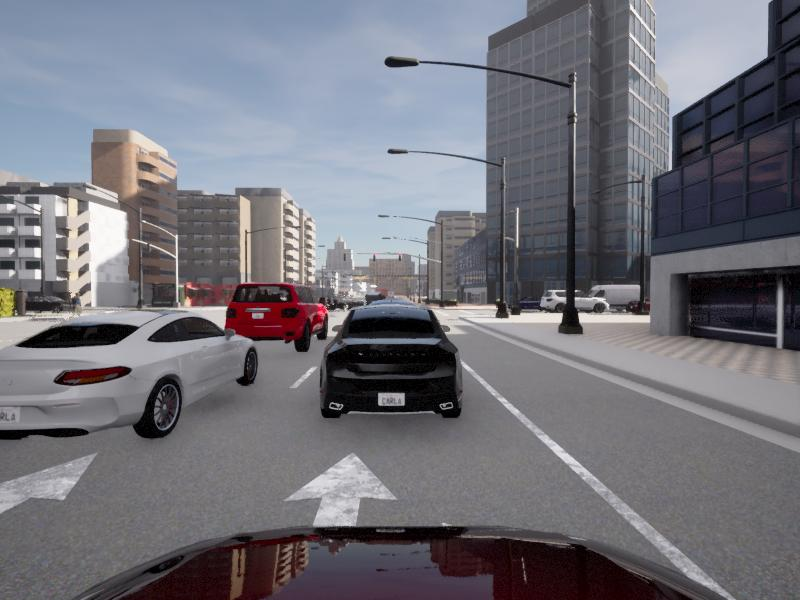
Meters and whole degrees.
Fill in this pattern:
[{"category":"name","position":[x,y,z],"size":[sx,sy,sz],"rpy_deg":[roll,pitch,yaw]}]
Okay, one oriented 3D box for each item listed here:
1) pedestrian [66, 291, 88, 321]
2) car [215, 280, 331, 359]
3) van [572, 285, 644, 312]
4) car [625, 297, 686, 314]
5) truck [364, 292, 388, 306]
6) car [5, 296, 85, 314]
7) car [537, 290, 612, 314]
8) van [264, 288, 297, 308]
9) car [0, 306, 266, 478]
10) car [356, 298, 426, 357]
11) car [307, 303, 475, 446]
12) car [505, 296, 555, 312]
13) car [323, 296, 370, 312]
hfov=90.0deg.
[{"category":"pedestrian","position":[-20.518,0.370,25.414],"size":[0.751,1.860,0.751],"rpy_deg":[0,1,-3]},{"category":"car","position":[-3.796,0.479,13.206],"size":[2.150,2.045,5.566],"rpy_deg":[0,1,-1]},{"category":"van","position":[19.906,-0.155,38.479],"size":[5.915,2.561,1.988],"rpy_deg":[0,1,-1]},{"category":"car","position":[22.343,0.440,35.044],"size":[4.193,1.474,1.816],"rpy_deg":[0,1,-1]},{"category":"truck","position":[-3.711,-0.134,63.270],"size":[2.390,2.098,6.274],"rpy_deg":[0,0,9]},{"category":"car","position":[-30.277,0.413,34.256],"size":[4.902,1.511,2.128],"rpy_deg":[0,1,-1]},{"category":"car","position":[15.170,0.153,34.941],"size":[5.566,2.045,2.150],"rpy_deg":[0,1,-1]},{"category":"van","position":[-15.145,-0.233,51.184],"size":[2.351,2.431,6.366],"rpy_deg":[0,0,-1]},{"category":"car","position":[-3.631,0.861,5.908],"size":[1.812,1.442,4.674],"rpy_deg":[0,0,-1]},{"category":"car","position":[-0.289,0.737,13.310],"size":[1.882,1.535,5.008],"rpy_deg":[0,1,-1]},{"category":"car","position":[-0.149,0.835,6.827],"size":[1.837,1.490,4.892],"rpy_deg":[0,0,-1]},{"category":"car","position":[12.427,0.376,38.379],"size":[4.193,1.474,1.816],"rpy_deg":[0,1,-1]},{"category":"car","position":[-5.277,0.369,39.993],"size":[2.163,1.488,4.792],"rpy_deg":[1,1,30]}]
